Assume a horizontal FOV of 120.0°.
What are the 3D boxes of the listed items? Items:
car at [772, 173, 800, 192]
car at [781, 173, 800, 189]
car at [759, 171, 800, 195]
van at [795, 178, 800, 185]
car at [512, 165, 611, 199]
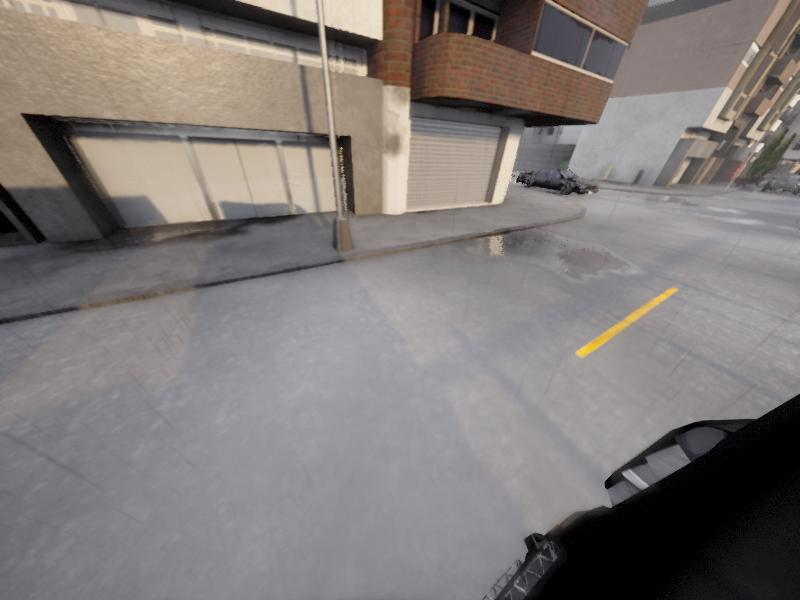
[{"bbox_3d":[43.741,-13.033,25.509,5.366,1.575,1.801,-16,38,-26],"label":"car"},{"bbox_3d":[49.712,-14.693,28.562,3.806,1.475,1.970,-16,38,-26],"label":"car"},{"bbox_3d":[37.595,-11.365,22.333,4.553,1.767,2.097,-16,38,-26],"label":"car"},{"bbox_3d":[61.846,-18.368,34.566,4.442,1.987,1.775,-16,38,-26],"label":"van"},{"bbox_3d":[10.738,-8.303,16.015,2.033,1.411,5.357,-11,36,-20],"label":"car"}]
